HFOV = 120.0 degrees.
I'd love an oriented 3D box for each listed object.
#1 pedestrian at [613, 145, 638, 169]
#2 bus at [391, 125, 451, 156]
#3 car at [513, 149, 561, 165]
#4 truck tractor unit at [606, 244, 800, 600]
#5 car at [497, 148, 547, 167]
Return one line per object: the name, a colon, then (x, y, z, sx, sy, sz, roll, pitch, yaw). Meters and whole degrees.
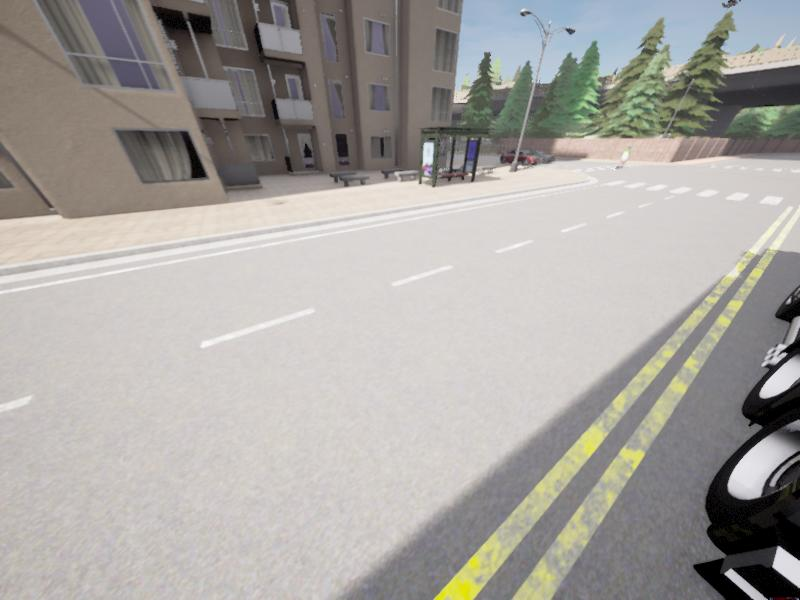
pedestrian: (20.762, -13.178, 21.340, 0.751, 1.860, 0.751, -15, 37, -21)
bus: (3.576, -29.274, 42.417, 10.273, 4.253, 3.944, 23, 40, 29)
car: (15.831, -16.758, 26.954, 1.994, 1.385, 4.181, -21, 40, -27)
truck tractor unit: (5.080, -0.326, 0.845, 6.516, 4.208, 3.053, -19, 39, -26)
car: (13.105, -15.549, 25.106, 1.816, 1.474, 4.193, -20, 40, -26)
